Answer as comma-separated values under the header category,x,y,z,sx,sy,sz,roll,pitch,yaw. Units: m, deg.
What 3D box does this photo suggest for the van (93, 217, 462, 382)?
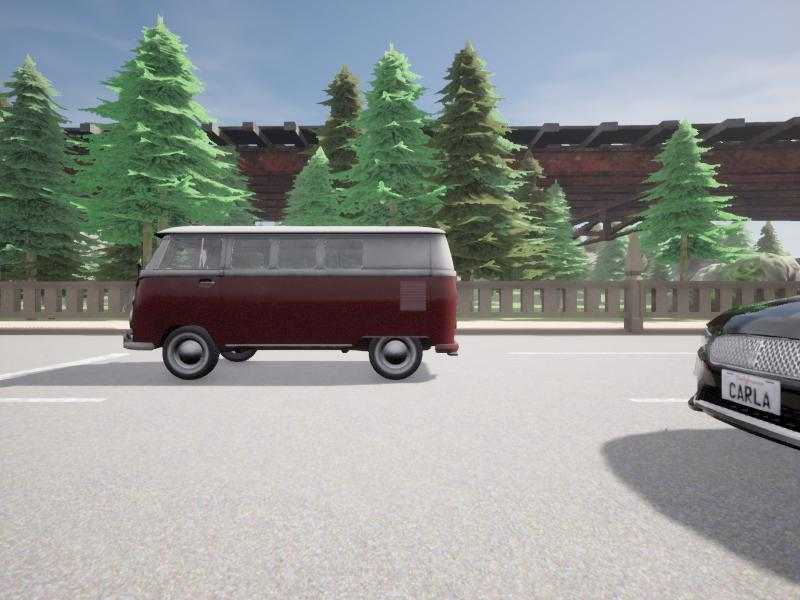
category,x,y,z,sx,sy,sz,roll,pitch,yaw
van,-1.470,-0.002,5.700,4.442,1.987,1.775,0,0,0

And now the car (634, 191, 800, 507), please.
category,x,y,z,sx,sy,sz,roll,pitch,yaw
car,4.363,0.237,2.200,4.902,1.511,2.128,0,0,0
